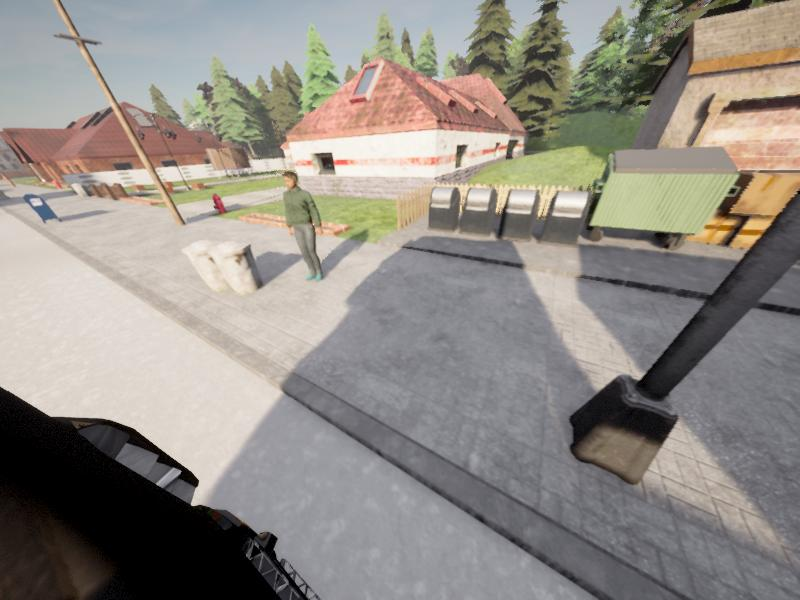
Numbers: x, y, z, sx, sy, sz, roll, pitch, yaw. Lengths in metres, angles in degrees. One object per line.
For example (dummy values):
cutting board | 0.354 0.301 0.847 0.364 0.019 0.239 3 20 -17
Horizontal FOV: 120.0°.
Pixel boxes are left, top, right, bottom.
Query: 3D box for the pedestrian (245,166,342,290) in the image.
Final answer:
pedestrian | -1.683 -1.195 3.974 0.751 1.860 0.751 7 35 14
